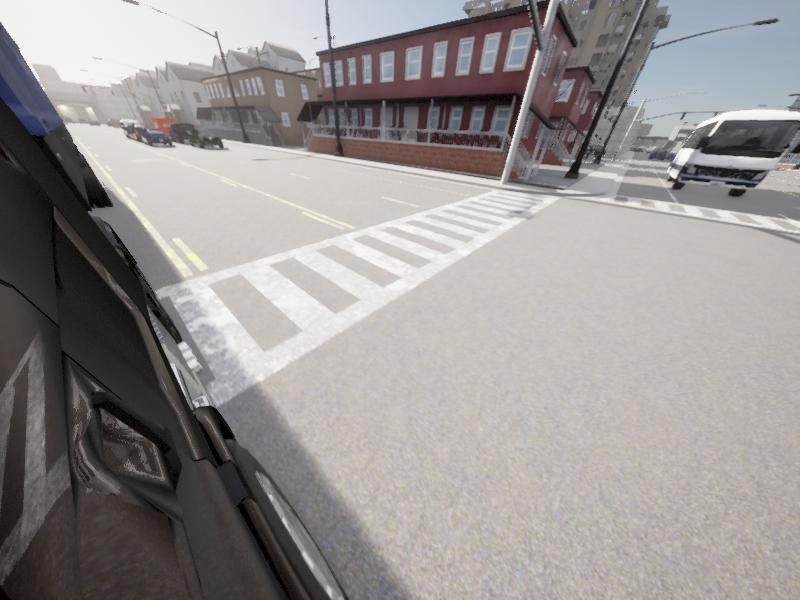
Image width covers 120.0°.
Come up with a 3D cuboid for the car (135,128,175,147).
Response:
[{"bbox_3d":[-25.703,-17.094,24.250,4.674,1.442,1.812,29,43,31],"label":"car"}]

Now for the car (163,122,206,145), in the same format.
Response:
[{"bbox_3d":[-26.499,-20.471,28.358,5.566,2.045,2.150,29,43,31],"label":"car"}]

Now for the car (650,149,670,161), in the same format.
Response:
[{"bbox_3d":[59.411,-33.204,52.827,2.150,2.045,5.566,28,43,31],"label":"car"}]

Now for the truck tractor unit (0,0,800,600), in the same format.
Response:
[{"bbox_3d":[-2.645,-0.295,0.351,6.516,4.208,3.053,28,44,30],"label":"truck tractor unit"}]

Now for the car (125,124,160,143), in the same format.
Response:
[{"bbox_3d":[-30.881,-19.980,27.706,3.988,1.617,1.851,28,43,31],"label":"car"}]

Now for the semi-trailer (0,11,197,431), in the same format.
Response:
[{"bbox_3d":[-8.572,-3.666,4.378,14.254,4.402,2.717,29,42,31],"label":"semi-trailer"}]

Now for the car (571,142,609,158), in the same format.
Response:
[{"bbox_3d":[38.932,-30.864,47.552,5.566,2.045,2.150,31,44,28],"label":"car"}]

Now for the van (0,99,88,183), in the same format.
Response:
[{"bbox_3d":[-16.526,-7.172,10.264,5.915,2.561,1.988,28,43,31],"label":"van"}]

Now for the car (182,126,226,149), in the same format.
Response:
[{"bbox_3d":[-21.022,-17.411,24.759,4.553,1.767,2.097,28,43,31],"label":"car"}]

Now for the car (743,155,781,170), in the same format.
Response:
[{"bbox_3d":[67.424,-25.810,43.196,2.150,2.045,5.566,28,43,31],"label":"car"}]

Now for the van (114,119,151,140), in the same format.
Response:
[{"bbox_3d":[-35.515,-22.674,30.710,4.480,2.038,2.069,28,43,31],"label":"van"}]

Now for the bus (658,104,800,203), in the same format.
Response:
[{"bbox_3d":[22.198,-10.103,15.924,3.944,4.253,10.273,28,43,31],"label":"bus"}]

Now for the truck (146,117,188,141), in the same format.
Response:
[{"bbox_3d":[-32.503,-23.827,32.180,5.204,2.467,2.627,30,43,32],"label":"truck"}]
